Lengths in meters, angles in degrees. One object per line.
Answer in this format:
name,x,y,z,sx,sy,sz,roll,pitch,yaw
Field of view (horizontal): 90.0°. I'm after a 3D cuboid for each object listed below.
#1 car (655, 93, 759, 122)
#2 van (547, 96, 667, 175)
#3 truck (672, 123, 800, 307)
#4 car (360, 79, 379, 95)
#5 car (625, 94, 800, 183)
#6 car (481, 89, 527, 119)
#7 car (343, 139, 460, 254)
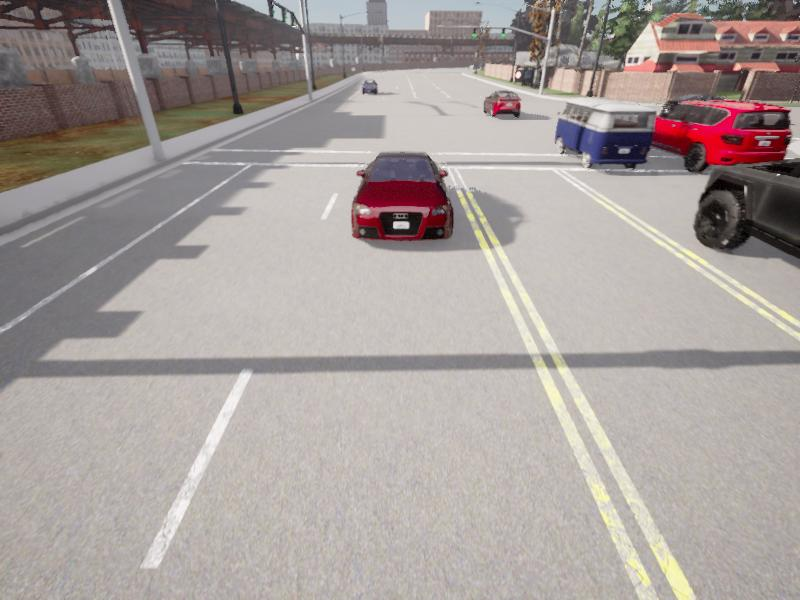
car,19.261,-12.170,25.272,4.892,1.490,1.837,-1,30,-3
van,7.010,-5.988,14.233,1.775,1.987,4.442,0,30,0
truck,6.993,-0.822,5.310,2.390,2.098,6.274,0,30,0
car,-3.480,-24.760,46.473,1.845,1.501,3.633,0,31,0
car,10.507,-5.804,13.867,2.150,2.045,5.566,0,31,0
car,7.013,-13.532,27.527,2.007,1.525,4.514,0,30,0
car,0.050,-2.529,8.939,1.994,1.385,4.181,0,30,1
